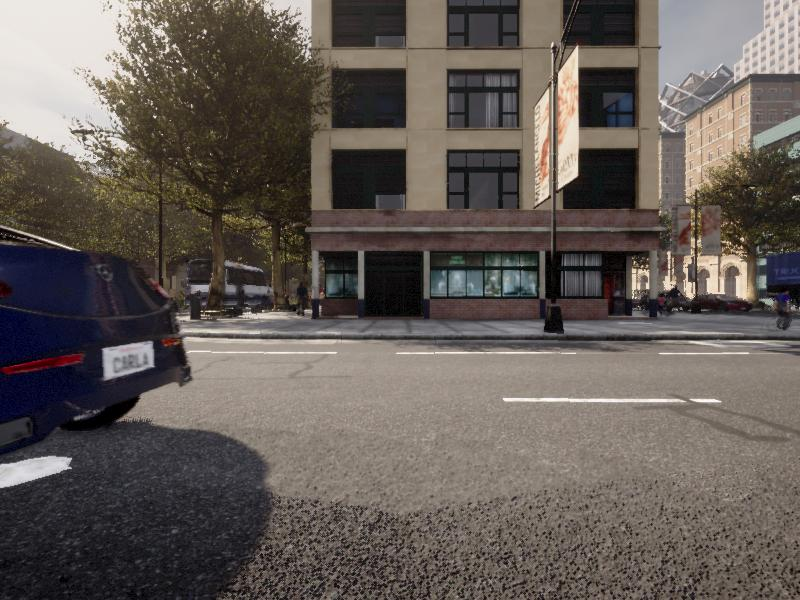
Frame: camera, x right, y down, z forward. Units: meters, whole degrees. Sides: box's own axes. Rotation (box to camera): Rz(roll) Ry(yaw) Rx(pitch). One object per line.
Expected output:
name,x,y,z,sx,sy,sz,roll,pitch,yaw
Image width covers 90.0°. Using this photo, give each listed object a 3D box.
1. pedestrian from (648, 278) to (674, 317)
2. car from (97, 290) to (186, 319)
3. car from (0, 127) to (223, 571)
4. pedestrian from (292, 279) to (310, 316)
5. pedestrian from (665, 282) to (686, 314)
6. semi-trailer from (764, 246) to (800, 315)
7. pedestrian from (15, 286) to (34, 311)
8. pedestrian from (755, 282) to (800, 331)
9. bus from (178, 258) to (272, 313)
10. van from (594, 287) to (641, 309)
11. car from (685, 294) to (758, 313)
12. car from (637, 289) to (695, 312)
pedestrian,12.818,-0.115,19.664,0.751,1.860,0.751,0,0,1
car,-15.111,0.236,23.778,2.128,1.511,4.902,0,0,0
car,-3.989,0.181,2.265,5.027,1.651,2.152,0,0,1
pedestrian,-5.126,-0.115,20.715,0.751,1.860,0.751,0,0,-1
pedestrian,16.688,-0.115,24.256,0.751,1.860,0.751,0,0,-8
semi-trailer,26.568,-1.219,20.780,2.717,4.402,14.254,0,0,2
pedestrian,-28.243,-0.115,30.112,0.751,1.860,0.751,0,0,2
pedestrian,10.502,0.165,11.043,0.751,1.300,0.751,0,0,-6
bus,-15.166,-1.134,36.019,3.944,4.253,10.273,0,0,0
van,26.552,-0.222,49.069,2.351,2.431,6.366,0,0,1
car,26.390,0.251,33.092,2.163,1.488,4.792,0,0,1
car,22.906,0.051,34.699,1.932,1.855,4.605,0,0,1
